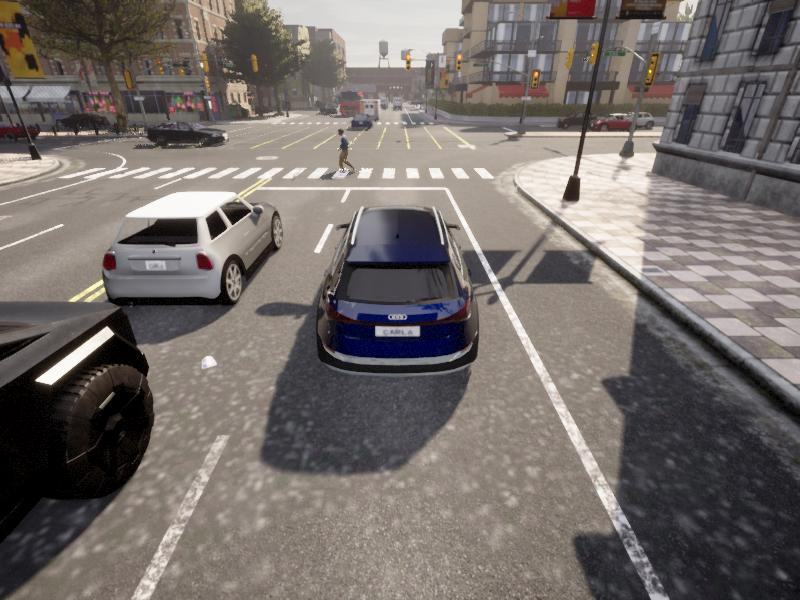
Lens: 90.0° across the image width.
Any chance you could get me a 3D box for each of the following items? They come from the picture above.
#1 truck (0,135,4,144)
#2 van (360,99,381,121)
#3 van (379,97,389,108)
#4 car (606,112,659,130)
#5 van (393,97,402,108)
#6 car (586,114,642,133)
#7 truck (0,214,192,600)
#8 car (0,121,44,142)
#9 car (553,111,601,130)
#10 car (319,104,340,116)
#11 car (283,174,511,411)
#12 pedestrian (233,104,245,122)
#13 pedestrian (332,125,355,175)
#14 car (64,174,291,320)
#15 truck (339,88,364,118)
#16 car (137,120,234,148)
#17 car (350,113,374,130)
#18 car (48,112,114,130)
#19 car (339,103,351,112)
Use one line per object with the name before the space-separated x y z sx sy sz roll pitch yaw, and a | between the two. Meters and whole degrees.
truck | -31.612 -11.833 25.478 8.468 3.827 2.891 0 27 0
van | -3.832 -25.245 53.135 2.351 2.431 6.366 0 27 0
van | -4.098 -50.258 101.843 2.351 2.431 6.366 0 27 0
car | 22.790 -17.632 39.349 3.806 1.475 1.970 0 27 0
van | -0.609 -51.211 103.700 2.351 2.431 6.366 0 27 0
car | 19.291 -16.035 36.237 3.806 1.475 1.970 0 27 0
truck | -3.506 1.610 1.187 2.390 2.098 6.274 0 27 0
car | -29.306 -12.307 29.173 4.718 1.301 1.895 0 27 0
car | 17.358 -17.668 39.333 3.705 1.549 1.789 0 27 0
car | -11.635 -31.347 65.879 1.930 1.638 5.238 -11 29 -23
car | -0.032 -0.647 6.099 2.033 1.649 4.856 0 27 0
pedestrian | -18.676 -21.681 46.427 0.751 1.860 0.751 1 27 2
pedestrian | -2.356 -6.268 16.739 0.751 1.860 0.751 0 27 -1
car | -3.538 -1.233 7.406 1.970 1.475 3.806 0 27 0
truck | -7.369 -30.502 61.846 2.891 3.827 8.468 0 27 0
car | -13.797 -10.803 26.007 4.902 1.511 2.128 0 27 0
car | -3.730 -17.832 39.853 1.994 1.385 4.181 0 27 0
car | -31.291 -17.626 39.370 4.674 1.442 1.812 0 27 0
car | -10.971 -38.691 80.398 1.812 1.442 4.674 0 27 0
